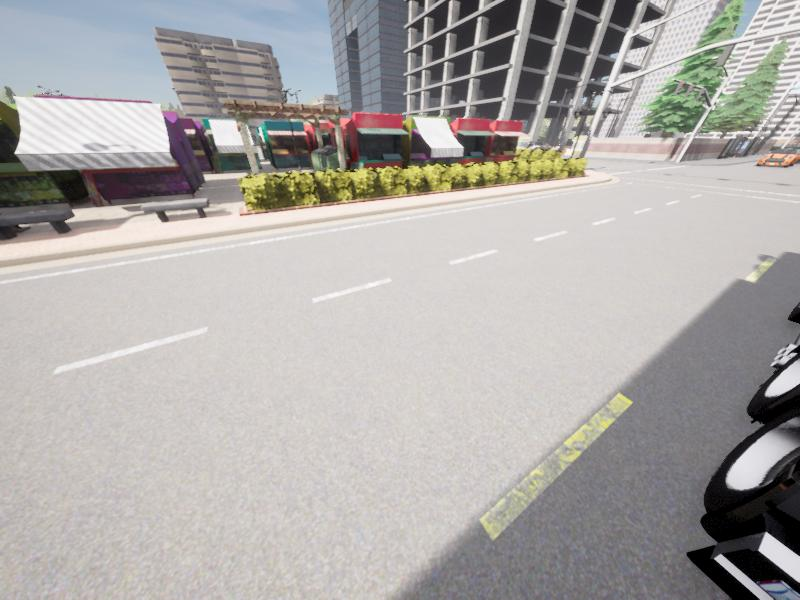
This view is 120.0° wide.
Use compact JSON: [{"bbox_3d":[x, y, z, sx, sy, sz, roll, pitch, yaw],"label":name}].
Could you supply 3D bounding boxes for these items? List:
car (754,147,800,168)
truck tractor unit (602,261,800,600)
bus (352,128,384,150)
[{"bbox_3d":[41.356,-15.517,25.034,4.553,1.767,2.097,-18,39,-24],"label":"car"},{"bbox_3d":[5.101,-0.311,0.784,6.516,4.208,3.053,-19,39,-24],"label":"truck tractor unit"},{"bbox_3d":[-8.106,-40.400,58.109,3.944,4.253,10.273,-18,39,-24],"label":"bus"}]
